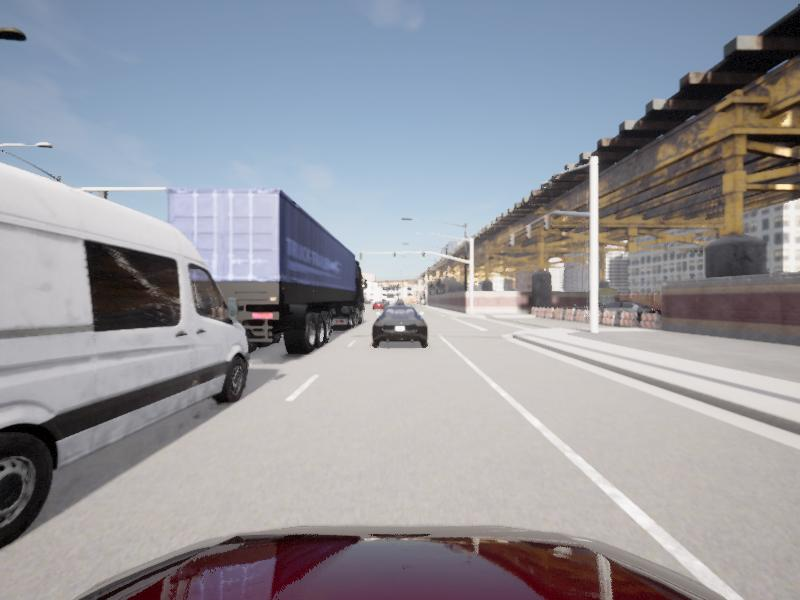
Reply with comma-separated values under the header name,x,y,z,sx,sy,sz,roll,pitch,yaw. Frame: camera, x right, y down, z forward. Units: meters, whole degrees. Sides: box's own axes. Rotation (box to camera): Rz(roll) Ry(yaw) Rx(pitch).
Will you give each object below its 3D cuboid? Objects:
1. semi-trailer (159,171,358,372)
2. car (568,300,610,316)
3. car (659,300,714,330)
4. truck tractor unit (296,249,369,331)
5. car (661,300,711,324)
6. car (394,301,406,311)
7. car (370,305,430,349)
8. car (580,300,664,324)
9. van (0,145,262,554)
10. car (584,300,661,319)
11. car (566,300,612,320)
name,x,y,z,sx,sy,sz,roll,pitch,yaw
semi-trailer,-3.861,-0.619,15.918,2.717,4.402,14.254,0,0,1
car,15.971,0.641,33.638,1.853,1.218,4.536,0,0,44
car,16.736,0.798,23.625,2.038,1.542,4.974,0,0,29
truck tractor unit,-3.749,-0.523,23.829,3.053,4.208,6.516,0,0,2
car,16.760,0.640,23.671,1.853,1.218,4.536,0,0,29
car,0.002,0.874,59.564,1.812,1.442,4.674,0,0,0
car,0.001,0.909,15.224,1.994,1.385,4.181,0,0,0
car,15.946,0.798,28.992,2.038,1.542,4.974,0,0,-36
van,-3.498,0.321,4.294,1.988,2.561,5.915,0,0,0
car,15.977,0.640,28.950,1.853,1.218,4.536,0,0,-36
car,15.936,0.798,33.600,2.038,1.542,4.974,0,0,44
